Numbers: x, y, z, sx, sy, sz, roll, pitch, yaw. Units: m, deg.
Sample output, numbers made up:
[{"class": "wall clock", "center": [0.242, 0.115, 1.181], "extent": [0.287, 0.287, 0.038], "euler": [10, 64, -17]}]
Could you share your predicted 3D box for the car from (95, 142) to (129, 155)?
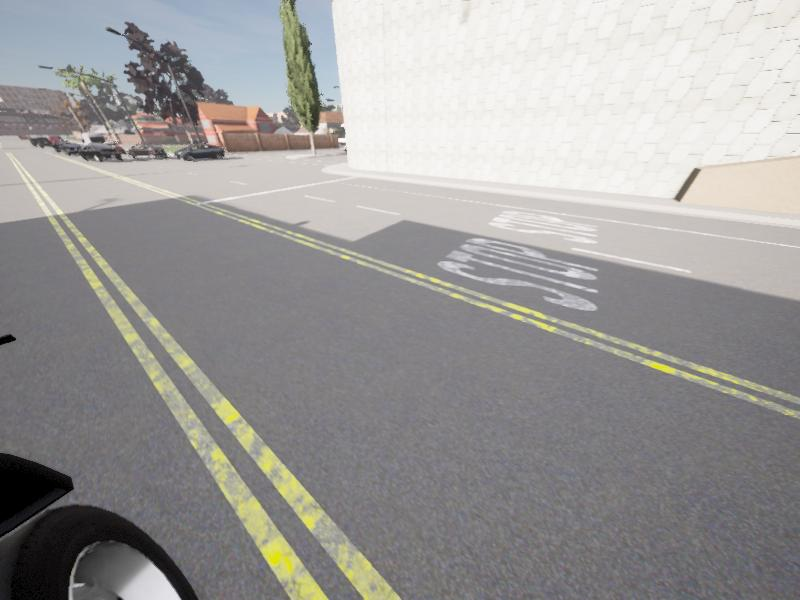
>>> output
[{"class": "car", "center": [-41.131, -21.642, 32.986], "extent": [3.806, 1.475, 1.970], "euler": [22, 41, 28]}]

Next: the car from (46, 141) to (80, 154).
[{"class": "car", "center": [-51.995, -23.607, 35.651], "extent": [4.902, 1.511, 2.128], "euler": [22, 41, 28]}]

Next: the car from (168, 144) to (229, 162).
[{"class": "car", "center": [-22.062, -16.289, 25.508], "extent": [2.007, 1.525, 4.514], "euler": [24, 42, 30]}]

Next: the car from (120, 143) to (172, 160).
[{"class": "car", "center": [-29.390, -17.297, 26.855], "extent": [3.705, 1.549, 1.789], "euler": [4, 36, 5]}]

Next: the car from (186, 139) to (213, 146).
[{"class": "car", "center": [-54.406, -42.696, 62.727], "extent": [1.837, 1.490, 4.892], "euler": [21, 40, 27]}]

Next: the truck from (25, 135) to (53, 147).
[{"class": "truck", "center": [-83.371, -36.692, 53.343], "extent": [6.274, 2.098, 2.390], "euler": [23, 41, 28]}]

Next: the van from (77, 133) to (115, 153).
[{"class": "van", "center": [-48.371, -25.006, 36.775], "extent": [5.915, 2.561, 1.988], "euler": [22, 41, 28]}]

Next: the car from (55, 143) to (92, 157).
[{"class": "car", "center": [-44.166, -20.351, 31.200], "extent": [5.357, 1.411, 2.033], "euler": [22, 41, 28]}]

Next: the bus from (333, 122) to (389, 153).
[{"class": "bus", "center": [-6.703, -29.916, 42.606], "extent": [3.944, 4.253, 10.273], "euler": [22, 41, 27]}]

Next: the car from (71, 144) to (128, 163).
[{"class": "car", "center": [-31.373, -15.364, 24.141], "extent": [4.892, 1.490, 1.837], "euler": [13, 37, 19]}]
